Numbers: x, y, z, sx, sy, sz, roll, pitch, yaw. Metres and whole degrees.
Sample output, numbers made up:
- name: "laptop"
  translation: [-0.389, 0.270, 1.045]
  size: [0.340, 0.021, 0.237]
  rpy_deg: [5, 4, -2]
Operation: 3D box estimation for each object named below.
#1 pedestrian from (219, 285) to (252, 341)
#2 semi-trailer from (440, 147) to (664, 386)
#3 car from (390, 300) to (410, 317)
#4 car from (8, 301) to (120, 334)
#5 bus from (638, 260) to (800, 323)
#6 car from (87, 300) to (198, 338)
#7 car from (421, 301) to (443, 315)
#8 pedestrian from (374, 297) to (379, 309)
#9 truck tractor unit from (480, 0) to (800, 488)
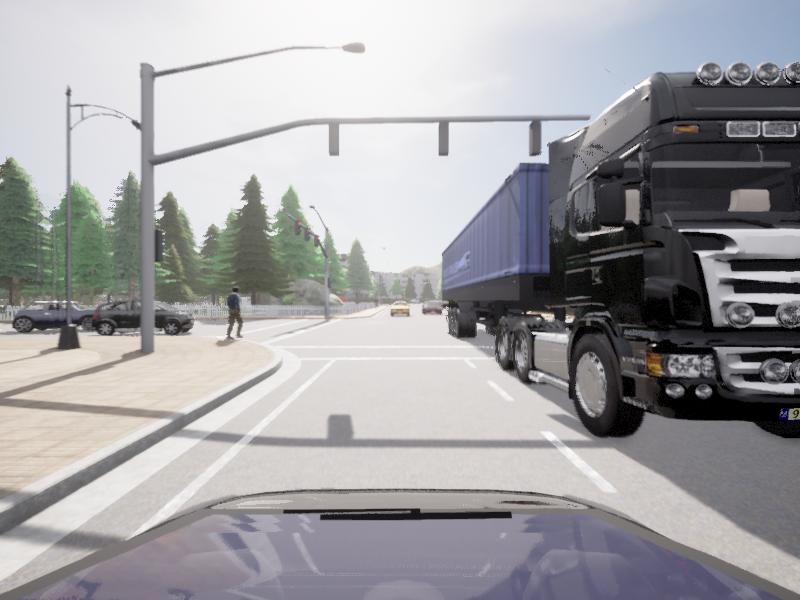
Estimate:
- name: "pedestrian"
  translation: [-5.671, 0.430, 13.807]
  size: [0.751, 1.860, 0.751]
  rpy_deg: [0, 0, 26]
- name: "semi-trailer"
  translation: [3.503, -0.642, 14.516]
  size: [2.717, 4.402, 14.254]
  rpy_deg: [0, 0, 0]
- name: "car"
  translation: [0.046, 0.802, 40.047]
  size: [1.801, 1.575, 5.366]
  rpy_deg: [0, 0, 2]
- name: "car"
  translation: [-16.491, 0.798, 19.887]
  size: [3.806, 1.475, 1.970]
  rpy_deg: [0, 0, -21]
- name: "bus"
  translation: [23.611, -0.589, 29.124]
  size: [10.273, 4.253, 3.944]
  rpy_deg: [0, 0, 0]
- name: "car"
  translation: [-11.156, 0.760, 17.611]
  size: [3.705, 1.549, 1.789]
  rpy_deg: [0, 0, -12]
- name: "car"
  translation: [3.500, 0.852, 44.666]
  size: [2.163, 1.488, 4.792]
  rpy_deg: [0, 0, 0]
- name: "pedestrian"
  translation: [-3.765, 0.486, 64.624]
  size: [0.751, 1.860, 0.751]
  rpy_deg: [0, 0, 8]
- name: "truck tractor unit"
  translation: [3.499, -0.522, 6.605]
  size: [3.053, 4.208, 6.516]
  rpy_deg: [0, 0, 0]
